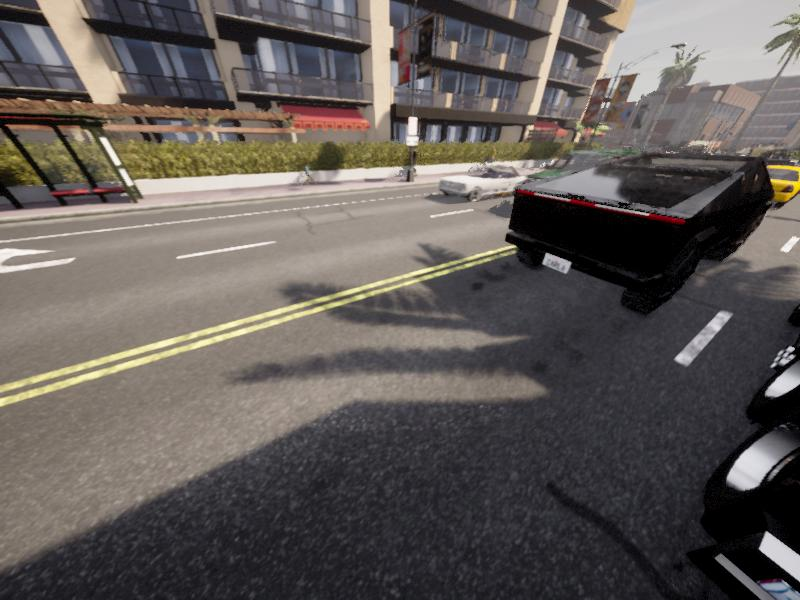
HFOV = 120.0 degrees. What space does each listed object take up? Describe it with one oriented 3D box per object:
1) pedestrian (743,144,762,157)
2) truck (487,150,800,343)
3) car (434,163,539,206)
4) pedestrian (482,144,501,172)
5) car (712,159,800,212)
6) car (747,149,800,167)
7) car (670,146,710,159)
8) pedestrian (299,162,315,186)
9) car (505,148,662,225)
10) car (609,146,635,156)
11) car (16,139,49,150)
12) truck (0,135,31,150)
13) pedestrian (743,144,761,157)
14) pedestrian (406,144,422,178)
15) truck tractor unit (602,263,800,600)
[{"bbox_3d":[62.822,-26.692,41.203,0.751,1.860,0.751,2,35,3],"label":"pedestrian"},{"bbox_3d":[5.161,-1.742,4.749,6.274,2.098,2.390,-18,39,-24],"label":"truck"},{"bbox_3d":[4.160,-5.708,11.151,4.718,1.301,1.895,-18,39,-25],"label":"car"},{"bbox_3d":[7.427,-11.515,18.744,0.751,1.860,0.751,-18,39,-24],"label":"pedestrian"},{"bbox_3d":[17.011,-5.404,10.605,5.366,1.575,1.801,-19,39,-25],"label":"car"},{"bbox_3d":[44.609,-17.091,27.712,1.851,1.617,3.988,22,40,28],"label":"car"},{"bbox_3d":[48.061,-24.589,38.491,2.242,1.667,4.611,14,37,19],"label":"car"},{"bbox_3d":[-5.043,-6.846,12.550,0.500,1.100,0.500,-16,38,-22],"label":"pedestrian"},{"bbox_3d":[7.136,-4.667,9.027,5.566,2.045,2.150,-19,39,-25],"label":"car"},{"bbox_3d":[44.133,-29.776,46.082,1.970,1.475,3.806,8,35,10],"label":"car"},{"bbox_3d":[-78.121,-33.116,49.204,1.905,1.878,3.866,-18,39,-25],"label":"car"},{"bbox_3d":[-81.480,-32.703,48.044,2.627,2.467,5.204,-18,39,-25],"label":"truck"},{"bbox_3d":[62.228,-26.459,40.862,0.751,1.860,0.751,25,42,31],"label":"pedestrian"},{"bbox_3d":[0.915,-9.287,15.465,0.751,1.860,0.751,-15,38,-22],"label":"pedestrian"},{"bbox_3d":[5.111,-0.298,0.794,6.516,4.208,3.053,-18,39,-24],"label":"truck tractor unit"}]
